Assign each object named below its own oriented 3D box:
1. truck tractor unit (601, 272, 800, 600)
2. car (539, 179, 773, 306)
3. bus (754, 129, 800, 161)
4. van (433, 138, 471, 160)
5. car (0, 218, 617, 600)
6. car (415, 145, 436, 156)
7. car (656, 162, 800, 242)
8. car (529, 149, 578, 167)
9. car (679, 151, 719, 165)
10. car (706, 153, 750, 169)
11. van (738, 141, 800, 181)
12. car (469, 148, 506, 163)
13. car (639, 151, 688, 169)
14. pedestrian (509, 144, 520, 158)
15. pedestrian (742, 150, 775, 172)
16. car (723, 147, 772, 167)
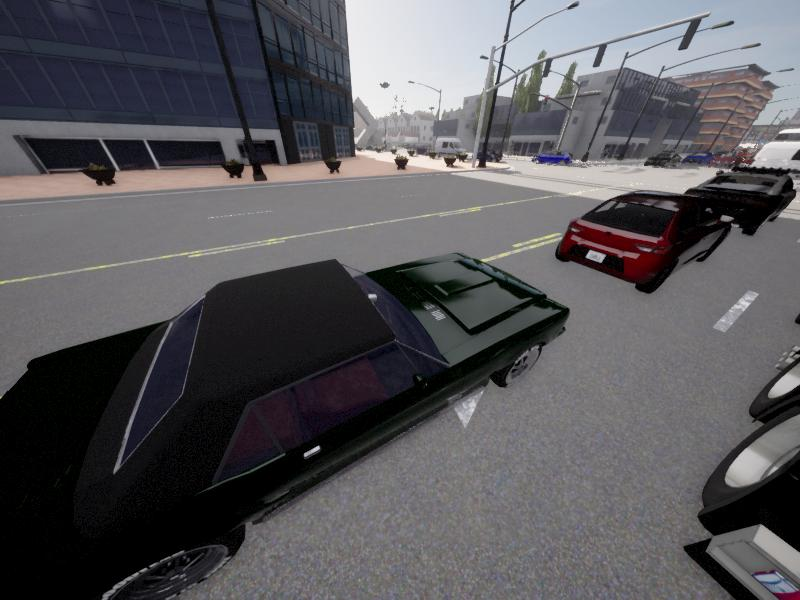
[{"bbox_3d":[5.122,-0.289,0.764,6.516,4.208,3.053,-18,39,-24],"label":"truck tractor unit"},{"bbox_3d":[5.384,-1.535,4.957,4.193,1.474,1.816,-18,39,-24],"label":"car"},{"bbox_3d":[66.586,-26.515,39.352,10.273,4.253,3.944,-18,39,-23],"label":"bus"},{"bbox_3d":[7.759,-23.165,35.290,1.988,2.561,5.915,-17,38,-24],"label":"van"},{"bbox_3d":[-0.486,0.415,2.264,4.718,1.301,1.895,-18,39,-24],"label":"car"},{"bbox_3d":[4.436,-26.085,40.340,1.845,1.501,3.633,-17,39,-25],"label":"car"},{"bbox_3d":[11.381,-3.492,7.707,5.238,1.638,1.930,-18,39,-24],"label":"car"},{"bbox_3d":[17.894,-16.666,27.065,4.193,1.474,1.816,30,44,35],"label":"car"},{"bbox_3d":[41.102,-19.517,31.751,5.008,1.535,1.882,-17,38,-24],"label":"car"},{"bbox_3d":[38.812,-16.469,27.356,4.674,1.442,1.812,-17,39,-24],"label":"car"},{"bbox_3d":[32.565,-10.946,18.219,1.988,2.561,5.915,-17,38,-20],"label":"van"},{"bbox_3d":[11.380,-18.976,30.233,1.816,1.474,4.193,-17,38,-24],"label":"car"},{"bbox_3d":[30.537,-16.301,26.753,5.238,1.638,1.930,-17,38,-24],"label":"car"},{"bbox_3d":[17.305,-22.552,34.978,0.751,1.860,0.751,-23,41,-31],"label":"pedestrian"},{"bbox_3d":[36.278,-14.051,23.392,0.751,1.860,0.751,10,35,12],"label":"pedestrian"},{"bbox_3d":[46.051,-18.980,30.619,5.566,2.045,2.150,-17,39,-24],"label":"car"}]
